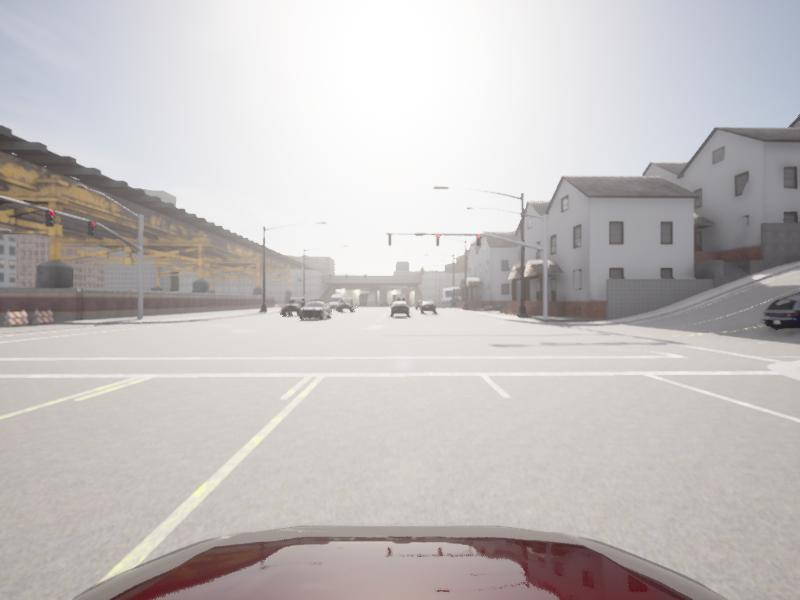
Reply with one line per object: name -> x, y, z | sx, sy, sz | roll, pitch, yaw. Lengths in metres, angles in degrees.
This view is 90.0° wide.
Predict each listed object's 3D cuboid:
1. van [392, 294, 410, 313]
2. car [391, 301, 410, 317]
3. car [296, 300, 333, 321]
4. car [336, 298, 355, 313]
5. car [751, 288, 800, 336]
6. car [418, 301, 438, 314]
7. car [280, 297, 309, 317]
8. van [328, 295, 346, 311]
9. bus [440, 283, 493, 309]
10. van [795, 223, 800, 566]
van -> 0.098, 0.450, 55.471 | 2.351, 2.431, 6.366 | 0, 0, -1
car -> 0.007, 0.898, 40.919 | 1.837, 1.490, 4.892 | 0, 0, 0
car -> -6.993, 0.814, 33.194 | 1.930, 1.638, 5.238 | 0, 0, 0
car -> -6.993, 0.715, 51.875 | 1.905, 1.878, 3.866 | 0, 0, 0
car -> 18.357, 0.218, 17.487 | 4.193, 1.474, 1.816 | -16, 0, -1
car -> 3.472, 0.901, 50.148 | 2.128, 1.511, 4.902 | 0, 0, 0
car -> -10.497, 0.698, 40.102 | 1.905, 1.878, 3.866 | 0, 0, 0
van -> -10.495, 0.409, 67.047 | 1.988, 2.561, 5.915 | 0, 0, 0
bus -> 14.149, -0.859, 86.145 | 10.273, 4.253, 3.944 | -6, 0, 0
van -> 3.363, 0.575, 0.139 | 2.069, 2.038, 4.480 | 0, 0, 1
